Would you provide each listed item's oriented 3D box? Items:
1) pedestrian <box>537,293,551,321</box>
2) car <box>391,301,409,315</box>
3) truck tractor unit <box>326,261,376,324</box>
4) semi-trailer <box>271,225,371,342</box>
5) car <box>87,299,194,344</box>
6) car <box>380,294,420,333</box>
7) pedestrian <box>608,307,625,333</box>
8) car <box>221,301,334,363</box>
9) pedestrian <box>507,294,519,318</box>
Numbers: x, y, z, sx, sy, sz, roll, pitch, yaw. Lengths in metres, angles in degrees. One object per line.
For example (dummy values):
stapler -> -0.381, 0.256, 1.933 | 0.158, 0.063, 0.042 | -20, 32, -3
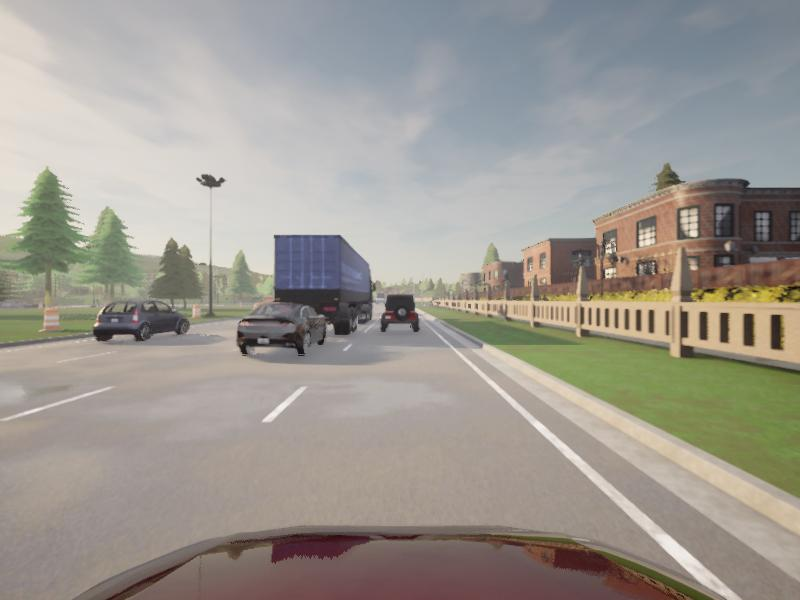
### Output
pedestrian -> 9.881, 0.486, 27.488 | 0.751, 1.860, 0.751 | 0, 0, 2
car -> 0.009, 0.855, 44.562 | 1.970, 1.475, 3.806 | 0, 0, 0
truck tractor unit -> -3.487, -0.523, 30.167 | 3.053, 4.208, 6.516 | 0, 0, 0
semi-trailer -> -3.502, -0.616, 22.258 | 2.717, 4.402, 14.254 | 0, 0, 0
car -> -10.494, 0.789, 16.596 | 1.851, 1.617, 3.988 | 0, 0, 0
car -> 0.005, 0.646, 21.110 | 1.905, 1.878, 3.866 | 0, 0, 0
pedestrian -> 9.304, 0.865, 17.200 | 0.500, 1.100, 0.500 | 0, 0, 5
car -> -3.566, 0.845, 12.818 | 2.128, 1.511, 4.902 | 1, 0, -1
pedestrian -> 8.968, 0.486, 31.675 | 0.751, 1.860, 0.751 | 0, 0, -1
